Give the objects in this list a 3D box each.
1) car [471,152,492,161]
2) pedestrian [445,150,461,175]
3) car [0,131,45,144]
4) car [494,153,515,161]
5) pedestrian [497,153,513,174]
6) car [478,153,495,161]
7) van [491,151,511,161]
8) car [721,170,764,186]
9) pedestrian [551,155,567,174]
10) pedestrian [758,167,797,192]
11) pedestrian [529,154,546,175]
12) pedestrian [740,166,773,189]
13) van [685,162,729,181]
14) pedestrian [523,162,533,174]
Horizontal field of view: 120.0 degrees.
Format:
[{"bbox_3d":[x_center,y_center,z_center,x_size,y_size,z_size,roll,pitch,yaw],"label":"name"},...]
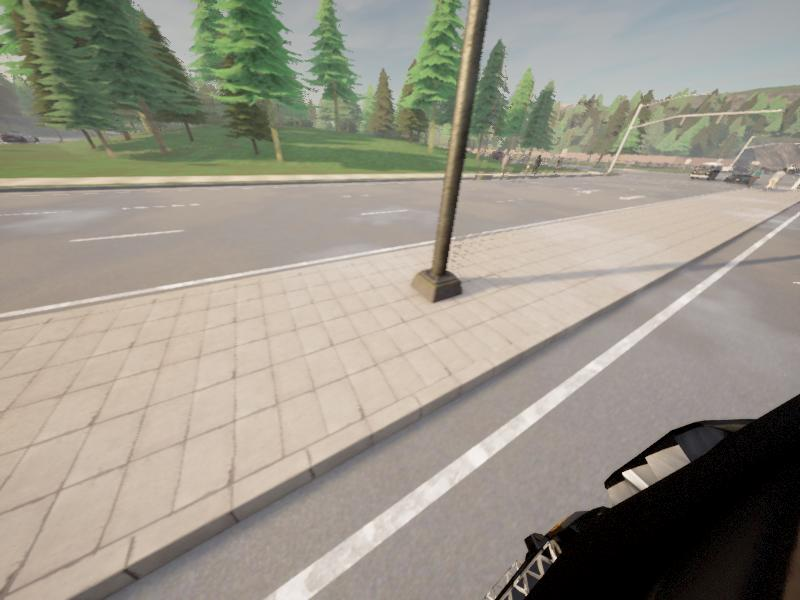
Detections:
[{"bbox_3d":[20.878,-36.923,59.355,2.033,1.649,4.856,-16,38,-25],"label":"car"},{"bbox_3d":[4.774,-12.383,20.834,0.751,1.860,0.751,-16,38,-25],"label":"pedestrian"},{"bbox_3d":[-60.502,-25.989,36.945,2.038,1.542,4.974,-16,38,-25],"label":"car"},{"bbox_3d":[29.283,-40.189,64.929,2.038,1.542,4.974,-16,38,-25],"label":"car"},{"bbox_3d":[10.798,-14.038,23.764,0.751,1.860,0.751,-17,38,-27],"label":"pedestrian"},{"bbox_3d":[23.182,-38.472,61.954,1.851,1.617,3.988,-16,38,-25],"label":"car"},{"bbox_3d":[27.031,-38.709,62.183,1.775,1.987,4.442,-16,38,-25],"label":"van"},{"bbox_3d":[41.760,-14.901,28.156,4.181,1.385,1.994,-15,38,-25],"label":"car"},{"bbox_3d":[19.072,-16.264,27.719,0.751,1.860,0.751,-12,36,-21],"label":"pedestrian"},{"bbox_3d":[33.031,-10.574,20.255,0.751,1.860,0.751,-4,34,-10],"label":"pedestrian"},{"bbox_3d":[14.693,-14.530,24.794,0.751,1.860,0.751,-17,38,-27],"label":"pedestrian"},{"bbox_3d":[32.897,-11.313,21.352,0.751,1.860,0.751,-14,37,-24],"label":"pedestrian"},{"bbox_3d":[41.322,-17.277,31.082,4.480,2.038,2.069,-15,38,-25],"label":"van"},{"bbox_3d":[13.948,-14.401,25.229,0.500,1.100,0.500,-21,40,-31],"label":"pedestrian"}]
